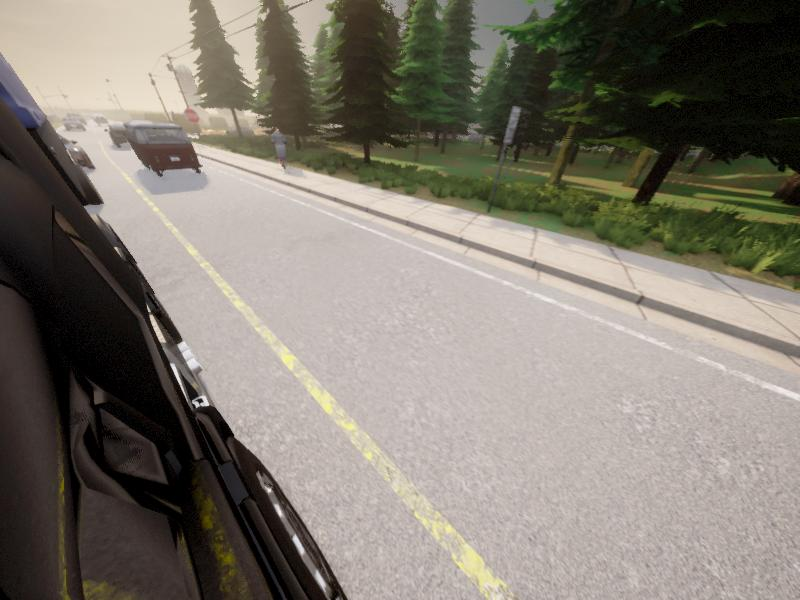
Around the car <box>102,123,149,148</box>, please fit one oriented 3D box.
[{"bbox_3d":[-23.748,-14.232,19.954,4.892,1.490,1.837,31,45,32],"label":"car"}]

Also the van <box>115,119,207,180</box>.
[{"bbox_3d":[-11.409,-7.276,11.026,4.442,1.987,1.775,29,44,31],"label":"van"}]

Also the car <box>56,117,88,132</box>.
[{"bbox_3d":[-47.526,-25.566,33.605,4.902,1.511,2.128,31,45,32],"label":"car"}]

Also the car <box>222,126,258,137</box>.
[{"bbox_3d":[-26.423,-27.923,38.292,1.994,1.385,4.181,28,43,30],"label":"car"}]

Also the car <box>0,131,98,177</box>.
[{"bbox_3d":[-16.203,-6.927,10.764,4.181,1.385,1.994,29,44,31],"label":"car"}]

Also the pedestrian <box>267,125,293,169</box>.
[{"bbox_3d":[-6.364,-8.115,12.283,0.751,1.860,0.751,-15,40,-22],"label":"pedestrian"}]

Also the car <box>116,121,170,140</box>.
[{"bbox_3d":[-30.249,-20.222,27.487,2.152,1.651,5.027,-9,38,-15],"label":"car"}]

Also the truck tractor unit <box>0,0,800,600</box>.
[{"bbox_3d":[-2.645,-0.295,0.351,6.516,4.208,3.053,28,44,30],"label":"truck tractor unit"}]

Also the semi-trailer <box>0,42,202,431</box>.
[{"bbox_3d":[-8.698,-3.599,4.236,14.254,4.402,2.717,28,44,30],"label":"semi-trailer"}]

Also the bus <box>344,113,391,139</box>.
[{"bbox_3d":[-6.941,-38.888,51.822,3.944,4.253,10.273,29,44,30],"label":"bus"}]
